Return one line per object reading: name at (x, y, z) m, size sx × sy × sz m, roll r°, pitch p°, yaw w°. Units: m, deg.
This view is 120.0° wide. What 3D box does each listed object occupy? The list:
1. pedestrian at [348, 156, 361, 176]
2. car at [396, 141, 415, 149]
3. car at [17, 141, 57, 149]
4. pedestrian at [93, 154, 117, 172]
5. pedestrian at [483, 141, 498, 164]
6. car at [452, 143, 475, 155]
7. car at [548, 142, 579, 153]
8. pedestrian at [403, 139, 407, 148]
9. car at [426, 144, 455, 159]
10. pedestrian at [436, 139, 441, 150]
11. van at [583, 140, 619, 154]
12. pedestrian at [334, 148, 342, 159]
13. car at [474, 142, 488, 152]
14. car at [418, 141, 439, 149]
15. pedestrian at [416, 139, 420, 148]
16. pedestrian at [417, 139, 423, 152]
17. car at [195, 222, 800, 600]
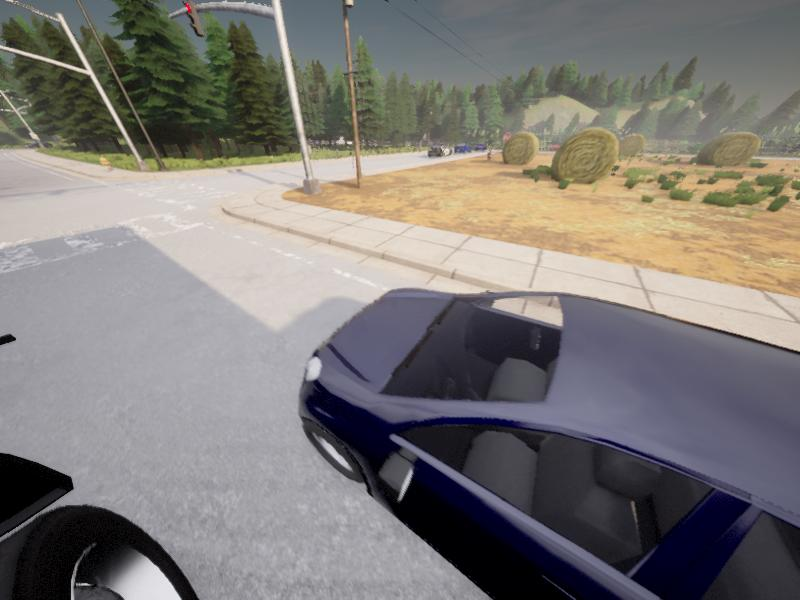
pedestrian at (-3.053, -9.070, 15.607) m, size 0.500 × 1.100 × 0.500 m, roll 19°, pitch 39°, yaw 25°
car at (1.348, -39.463, 58.651) m, size 4.514 × 1.525 × 2.007 m, roll 22°, pitch 41°, yaw 28°
car at (-81.079, -34.755, 51.766) m, size 1.812 × 1.442 × 4.674 m, roll -2°, pitch 35°, yaw -3°
pedestrian at (-21.175, -9.838, 16.588) m, size 0.500 × 1.100 × 0.500 m, roll 17°, pitch 39°, yaw 23°
pedestrian at (8.811, -14.422, 22.555) m, size 0.751 × 1.860 × 0.751 m, roll 27°, pitch 43°, yaw 33°
car at (10.784, -25.512, 38.926) m, size 1.882 × 1.535 × 5.008 m, roll 20°, pitch 40°, yaw 26°
car at (31.464, -29.448, 44.535) m, size 4.514 × 1.525 × 2.007 m, roll 23°, pitch 41°, yaw 28°
pedestrian at (1.177, -36.534, 53.895) m, size 0.751 × 1.860 × 0.751 m, roll 20°, pitch 40°, yaw 25°
car at (5.839, -21.131, 32.697) m, size 2.038 × 1.542 × 4.974 m, roll 21°, pitch 40°, yaw 26°
pedestrian at (8.041, -32.450, 48.177) m, size 0.751 × 1.860 × 0.751 m, roll -1°, pitch 35°, yaw -2°
van at (36.171, -27.677, 41.637) m, size 4.442 × 1.987 × 1.775 m, roll 23°, pitch 41°, yaw 28°
pedestrian at (-7.300, -17.190, 27.121) m, size 0.500 × 1.100 × 0.500 m, roll 19°, pitch 39°, yaw 25°
car at (16.628, -31.331, 47.200) m, size 2.007 × 1.525 × 4.514 m, roll 13°, pitch 37°, yaw 18°
car at (6.754, -37.210, 55.470) m, size 4.514 × 1.525 × 2.007 m, roll 24°, pitch 42°, yaw 30°
pedestrian at (4.076, -36.040, 53.204) m, size 0.751 × 1.860 × 0.751 m, roll 11°, pitch 37°, yaw 16°
pedestrian at (3.491, -26.964, 40.375) m, size 0.751 × 1.860 × 0.751 m, roll 18°, pitch 39°, yaw 24°
car at (0.920, 0.767, 1.532) m, size 3.633 × 1.501 × 1.845 m, roll 20°, pitch 39°, yaw 26°
